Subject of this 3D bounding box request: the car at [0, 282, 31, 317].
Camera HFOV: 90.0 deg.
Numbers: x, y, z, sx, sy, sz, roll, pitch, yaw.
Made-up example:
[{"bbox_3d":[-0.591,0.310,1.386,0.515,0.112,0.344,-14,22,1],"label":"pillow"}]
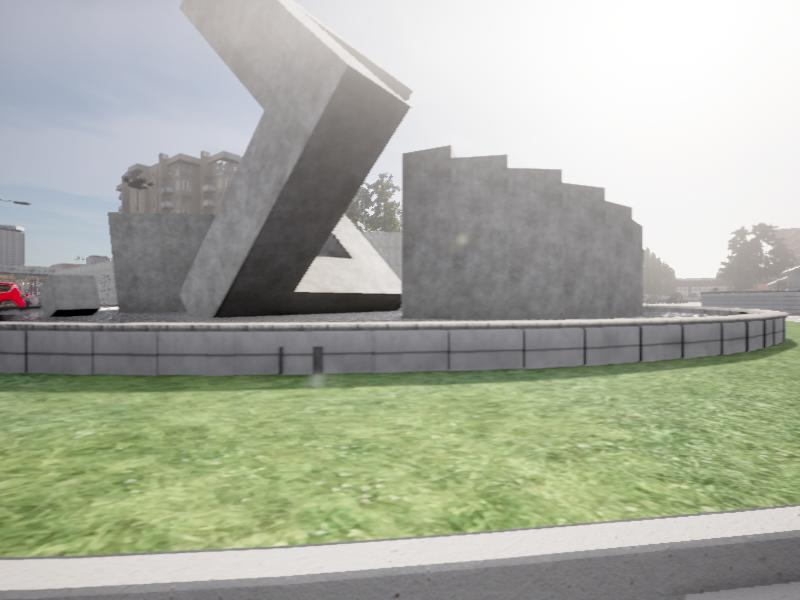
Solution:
[{"bbox_3d":[-24.457,-0.032,22.264,2.150,2.045,5.566,0,0,11],"label":"car"}]
